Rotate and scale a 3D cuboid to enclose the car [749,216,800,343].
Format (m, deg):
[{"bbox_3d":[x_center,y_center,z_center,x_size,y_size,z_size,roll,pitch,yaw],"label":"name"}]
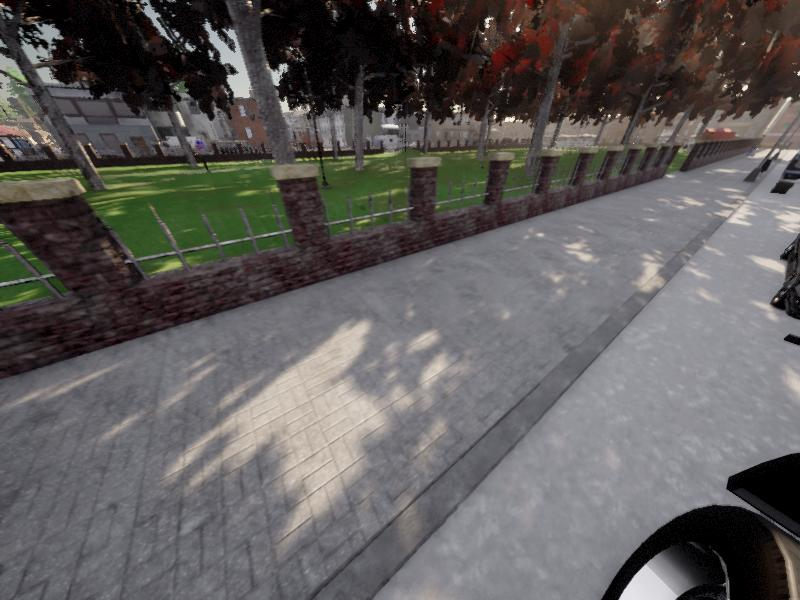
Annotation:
[{"bbox_3d":[7.850,-0.625,3.524,5.357,1.411,2.033,-22,41,-28],"label":"car"}]

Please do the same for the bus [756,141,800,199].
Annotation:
[{"bbox_3d":[21.217,-7.151,10.208,10.273,4.253,3.944,-21,40,-28],"label":"bus"}]

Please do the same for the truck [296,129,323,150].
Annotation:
[{"bbox_3d":[-21.588,-38.130,54.828,2.891,3.827,8.468,-22,41,-28],"label":"truck"}]

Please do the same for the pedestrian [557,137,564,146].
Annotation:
[{"bbox_3d":[44.165,-43.646,63.598,0.751,1.860,0.751,-20,40,-25],"label":"pedestrian"}]

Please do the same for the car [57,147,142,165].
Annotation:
[{"bbox_3d":[-32.914,-15.982,25.621,5.357,1.411,2.033,-21,40,-27],"label":"car"}]

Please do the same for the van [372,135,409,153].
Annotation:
[{"bbox_3d":[-1.771,-28.716,42.501,6.366,2.431,2.351,-9,35,-11],"label":"van"}]

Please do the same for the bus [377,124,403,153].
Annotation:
[{"bbox_3d":[-2.308,-32.988,46.940,3.944,4.253,10.273,-2,37,-9],"label":"bus"}]

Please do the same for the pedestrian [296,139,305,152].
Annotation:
[{"bbox_3d":[-17.467,-26.964,40.430,0.751,1.860,0.751,29,44,35],"label":"pedestrian"}]

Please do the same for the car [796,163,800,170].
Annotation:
[{"bbox_3d":[33.405,-11.253,17.955,3.866,1.878,1.905,-23,41,-27],"label":"car"}]

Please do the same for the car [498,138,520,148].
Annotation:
[{"bbox_3d":[28.484,-41.004,60.284,5.566,2.045,2.150,-22,41,-28],"label":"car"}]

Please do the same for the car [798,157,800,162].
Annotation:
[{"bbox_3d":[43.721,-15.364,23.927,5.238,1.638,1.930,-22,41,-28],"label":"car"}]

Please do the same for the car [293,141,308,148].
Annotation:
[{"bbox_3d":[-26.449,-41.173,61.189,2.128,1.511,4.902,-22,41,-28],"label":"car"}]

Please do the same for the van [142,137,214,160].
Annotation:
[{"bbox_3d":[-29.508,-20.536,31.155,6.366,2.431,2.351,-22,41,-28],"label":"van"}]

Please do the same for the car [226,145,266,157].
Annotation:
[{"bbox_3d":[-23.123,-22.417,34.753,4.718,1.301,1.895,-20,40,-25],"label":"car"}]

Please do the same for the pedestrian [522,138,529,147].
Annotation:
[{"bbox_3d":[30.467,-38.255,56.078,0.751,1.860,0.751,-23,41,-28],"label":"pedestrian"}]

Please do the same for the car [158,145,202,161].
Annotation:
[{"bbox_3d":[-27.125,-18.221,28.633,3.633,1.501,1.845,-23,41,-29],"label":"car"}]

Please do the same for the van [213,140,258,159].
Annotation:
[{"bbox_3d":[-22.161,-20.375,31.251,4.442,1.987,1.775,-24,41,-29],"label":"van"}]

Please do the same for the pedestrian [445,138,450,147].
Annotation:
[{"bbox_3d":[12.307,-40.913,59.989,0.751,1.860,0.751,24,42,31],"label":"pedestrian"}]

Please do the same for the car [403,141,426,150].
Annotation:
[{"bbox_3d":[3.175,-33.431,50.035,4.674,1.442,1.812,-22,41,-28],"label":"car"}]

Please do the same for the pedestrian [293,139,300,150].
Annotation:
[{"bbox_3d":[-21.639,-32.443,48.232,0.751,1.860,0.751,25,42,31],"label":"pedestrian"}]

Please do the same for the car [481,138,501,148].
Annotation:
[{"bbox_3d":[22.274,-38.552,56.770,4.605,1.855,1.932,-22,41,-28],"label":"car"}]
